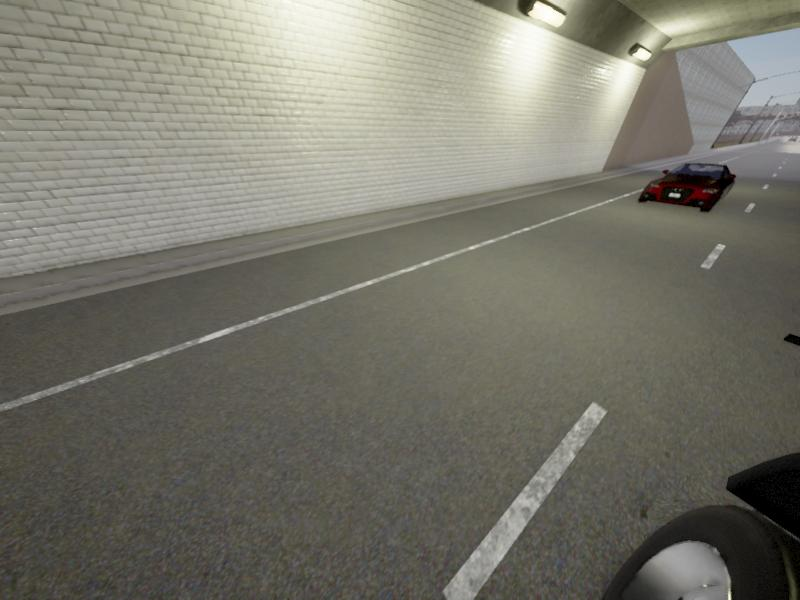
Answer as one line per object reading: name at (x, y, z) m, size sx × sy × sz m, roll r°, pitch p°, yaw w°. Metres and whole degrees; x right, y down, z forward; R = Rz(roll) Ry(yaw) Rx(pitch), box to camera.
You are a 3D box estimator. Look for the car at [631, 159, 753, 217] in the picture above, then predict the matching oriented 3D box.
car at (11.396, -4.539, 9.038) m, size 4.181 × 1.385 × 1.994 m, roll -22°, pitch 41°, yaw -28°
